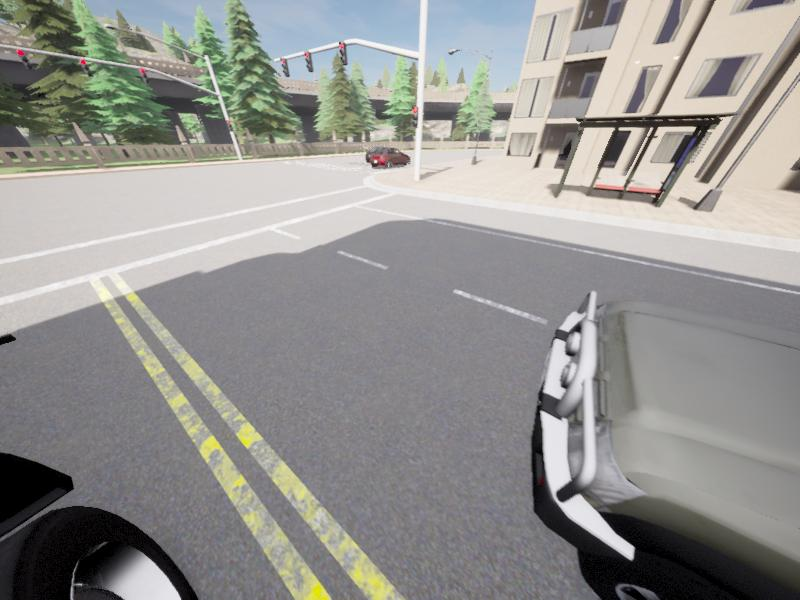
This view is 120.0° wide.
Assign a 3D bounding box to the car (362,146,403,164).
[{"bbox_3d":[-1.760,-15.245,24.248,1.994,1.385,4.181,23,41,28],"label":"car"}]

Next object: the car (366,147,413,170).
[{"bbox_3d":[-0.807,-12.596,20.403,1.816,1.474,4.193,23,41,28],"label":"car"}]

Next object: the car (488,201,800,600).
[{"bbox_3d":[3.057,1.146,0.670,4.605,1.855,1.932,21,40,28],"label":"car"}]
